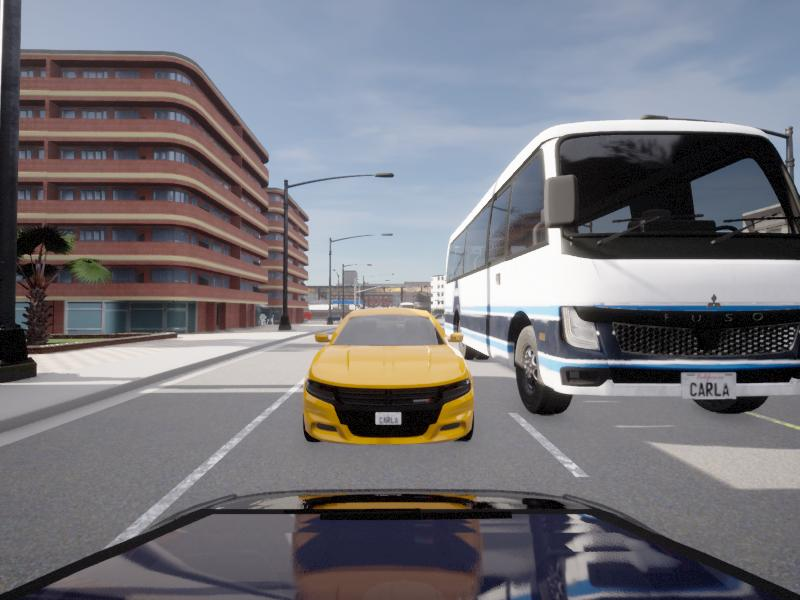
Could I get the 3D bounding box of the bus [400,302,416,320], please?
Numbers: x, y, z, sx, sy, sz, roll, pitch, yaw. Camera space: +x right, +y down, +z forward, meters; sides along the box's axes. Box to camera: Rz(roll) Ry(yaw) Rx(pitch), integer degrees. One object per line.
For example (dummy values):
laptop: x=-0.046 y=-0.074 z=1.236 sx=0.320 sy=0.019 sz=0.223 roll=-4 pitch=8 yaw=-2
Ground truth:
bus: x=1.998 y=2.863 z=104.264 sx=3.944 sy=4.253 sz=10.273 roll=0 pitch=-2 yaw=-1

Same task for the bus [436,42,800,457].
bus: x=3.395 y=-0.452 z=9.263 sx=3.944 sy=4.253 sz=10.273 roll=0 pitch=-1 yaw=-1

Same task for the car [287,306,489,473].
car: x=-0.160 y=0.861 z=6.233 sx=1.882 sy=1.535 sz=5.008 roll=0 pitch=-1 yaw=-1
